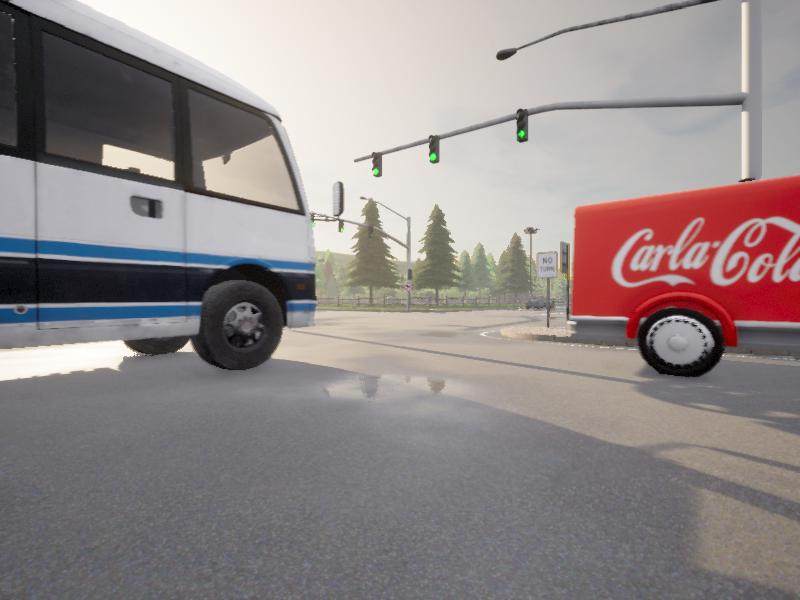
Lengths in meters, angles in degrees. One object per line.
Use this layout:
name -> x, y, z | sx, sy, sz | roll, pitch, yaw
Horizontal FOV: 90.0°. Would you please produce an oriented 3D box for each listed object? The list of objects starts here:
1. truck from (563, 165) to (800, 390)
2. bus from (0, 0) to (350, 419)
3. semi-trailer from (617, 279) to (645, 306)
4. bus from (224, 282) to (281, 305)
truck -> 5.282, -0.246, 5.372 | 5.204, 2.467, 2.627 | 0, 0, 38
bus -> -5.502, -1.130, 3.726 | 3.944, 4.253, 10.273 | 0, 0, 37
semi-trailer -> 42.023, -1.217, 72.562 | 2.717, 4.402, 14.254 | 0, 0, 37
bus -> -29.146, -1.135, 79.578 | 3.944, 4.253, 10.273 | 0, 0, 37
